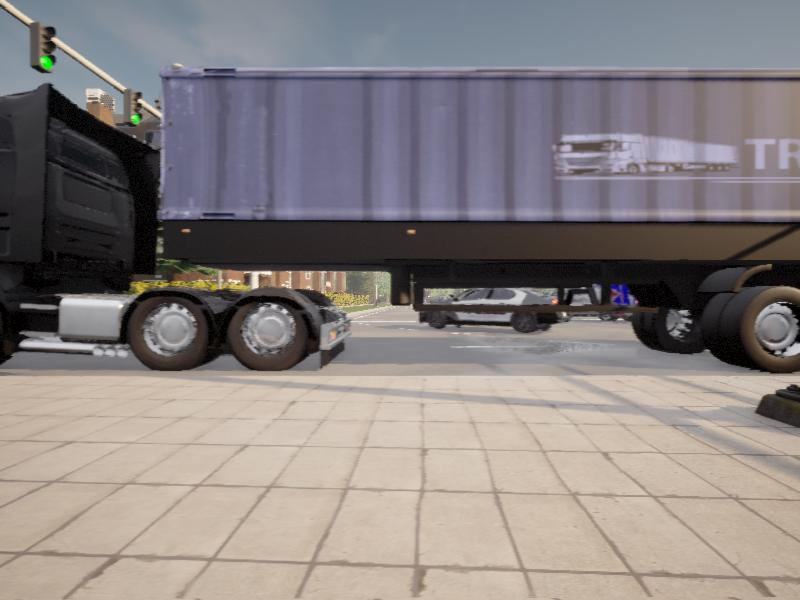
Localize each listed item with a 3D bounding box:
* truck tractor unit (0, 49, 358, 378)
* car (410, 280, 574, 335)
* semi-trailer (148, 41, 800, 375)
[{"bbox_3d":[-4.132,-1.118,6.677,6.516,4.208,3.053,0,0,0],"label":"truck tractor unit"},{"bbox_3d":[2.960,0.227,13.421,4.974,1.542,2.038,0,-1,36],"label":"car"},{"bbox_3d":[3.781,-1.215,6.641,14.254,4.402,2.717,0,0,0],"label":"semi-trailer"}]
